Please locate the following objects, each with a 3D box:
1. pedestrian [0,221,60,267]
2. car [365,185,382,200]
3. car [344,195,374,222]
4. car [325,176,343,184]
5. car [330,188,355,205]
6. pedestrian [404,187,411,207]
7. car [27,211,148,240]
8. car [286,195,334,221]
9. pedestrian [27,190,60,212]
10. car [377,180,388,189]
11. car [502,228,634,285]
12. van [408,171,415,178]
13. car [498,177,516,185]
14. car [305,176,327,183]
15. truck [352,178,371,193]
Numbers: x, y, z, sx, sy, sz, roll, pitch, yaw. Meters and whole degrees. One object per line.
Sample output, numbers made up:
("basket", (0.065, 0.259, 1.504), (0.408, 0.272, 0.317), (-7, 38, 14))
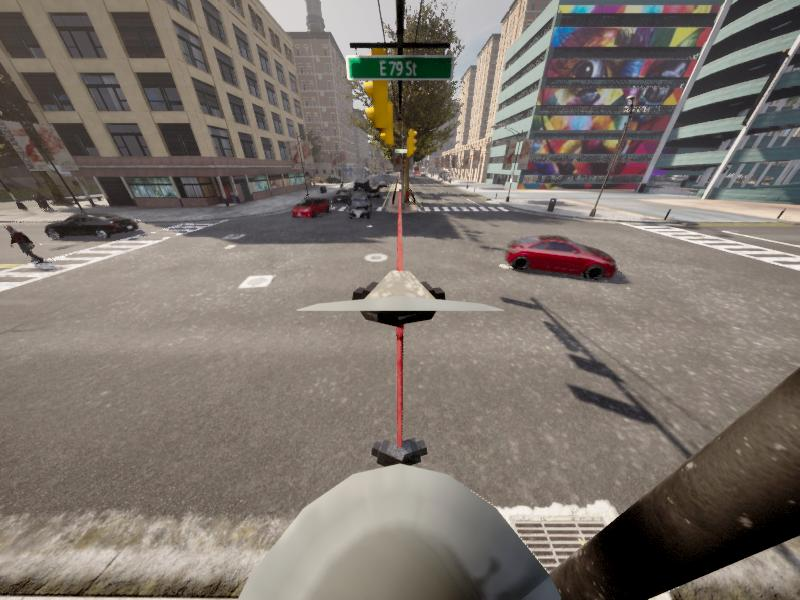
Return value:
("pedestrian", (-16.966, -2.520, 10.461), (0.751, 1.860, 0.751), (-3, 30, -5))
("car", (-3.706, -15.427, 33.119), (1.851, 1.617, 3.988), (0, 30, 0))
("car", (-3.592, -8.484, 21.182), (2.128, 1.511, 4.902), (-1, 30, -2))
("car", (-17.843, -32.585, 62.550), (3.866, 1.878, 1.905), (2, 30, 2))
("car", (-7.237, -13.315, 29.575), (1.837, 1.490, 4.892), (0, 30, 0))
("pedestrian", (0.821, -11.369, 25.499), (0.751, 1.860, 0.751), (4, 30, 8))
("car", (-19.954, -4.858, 14.975), (4.674, 1.442, 1.812), (-1, 30, -2))
("car", (-8.130, -8.617, 21.406), (2.007, 1.525, 4.514), (6, 30, 10))
("pedestrian", (-34.528, -9.579, 22.384), (0.751, 1.860, 0.751), (-2, 30, -3))
("car", (-3.653, -24.908, 49.754), (2.033, 1.411, 5.357), (0, 30, 0))
("car", (6.911, -2.056, 10.193), (4.181, 1.385, 1.994), (11, 32, 19))
("van", (4.490, -50.504, 93.045), (2.351, 2.431, 6.366), (0, 30, 0))
("car", (27.196, -30.383, 58.961), (2.161, 1.482, 4.786), (0, 30, 0))
("car", (-23.827, -34.247, 65.742), (5.366, 1.575, 1.801), (-1, 30, -2))
("truck", (-7.111, -21.605, 43.327), (2.390, 2.098, 6.274), (0, 30, 0))
